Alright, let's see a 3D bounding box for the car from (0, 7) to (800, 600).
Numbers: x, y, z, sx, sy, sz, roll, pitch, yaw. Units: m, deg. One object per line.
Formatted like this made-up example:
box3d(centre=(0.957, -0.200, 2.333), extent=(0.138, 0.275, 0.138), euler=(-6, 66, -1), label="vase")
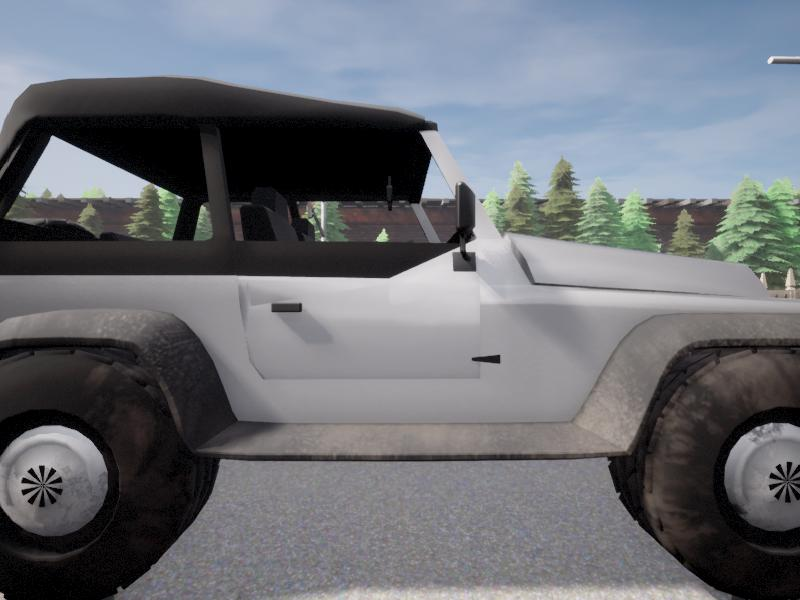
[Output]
box3d(centre=(-0.088, 0.046, 2.186), extent=(3.866, 1.878, 1.905), euler=(0, 0, -1), label="car")
